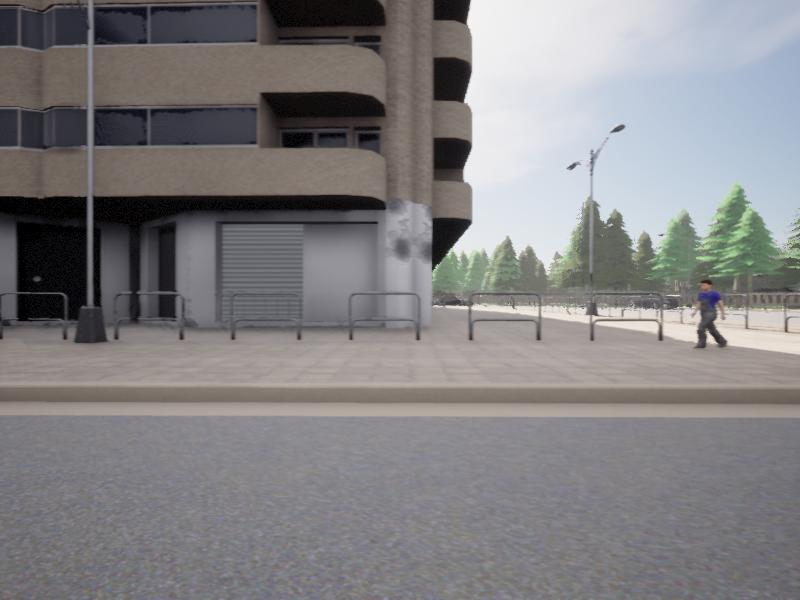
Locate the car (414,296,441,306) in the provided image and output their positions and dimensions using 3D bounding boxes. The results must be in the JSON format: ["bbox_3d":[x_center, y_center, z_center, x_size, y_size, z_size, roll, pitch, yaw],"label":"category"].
[{"bbox_3d":[4.212,0.184,60.551,3.633,1.501,1.845,0,0,35],"label":"car"}]

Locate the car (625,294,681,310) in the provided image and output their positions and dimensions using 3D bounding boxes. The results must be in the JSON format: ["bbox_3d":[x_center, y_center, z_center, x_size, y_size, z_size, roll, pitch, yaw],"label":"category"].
[{"bbox_3d":[25.155,0.196,39.965,1.837,1.490,4.892,0,0,-11],"label":"car"}]

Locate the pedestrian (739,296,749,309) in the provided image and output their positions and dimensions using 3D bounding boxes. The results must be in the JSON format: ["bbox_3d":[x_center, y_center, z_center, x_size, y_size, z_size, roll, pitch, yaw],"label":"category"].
[{"bbox_3d":[30.015,0.216,34.911,0.500,1.100,0.500,0,0,-21],"label":"pedestrian"}]

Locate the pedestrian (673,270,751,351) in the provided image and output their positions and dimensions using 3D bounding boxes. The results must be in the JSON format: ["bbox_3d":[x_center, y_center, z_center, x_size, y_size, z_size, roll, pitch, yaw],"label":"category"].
[{"bbox_3d":[5.313,0.170,6.855,0.751,1.300,0.751,0,0,-3],"label":"pedestrian"}]

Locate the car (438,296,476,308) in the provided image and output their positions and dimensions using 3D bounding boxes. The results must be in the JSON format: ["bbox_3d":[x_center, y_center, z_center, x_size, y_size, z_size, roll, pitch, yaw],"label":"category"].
[{"bbox_3d":[7.512,0.198,52.879,1.837,1.490,4.892,1,0,-43],"label":"car"}]
